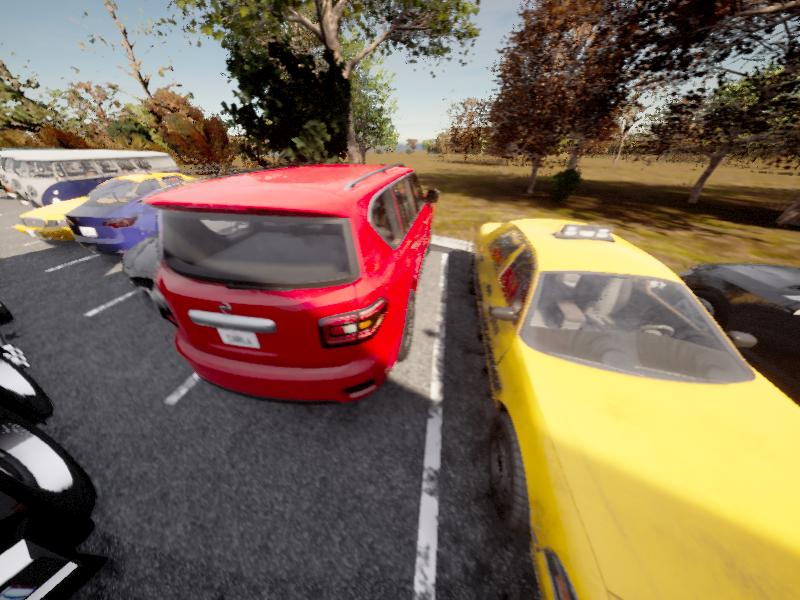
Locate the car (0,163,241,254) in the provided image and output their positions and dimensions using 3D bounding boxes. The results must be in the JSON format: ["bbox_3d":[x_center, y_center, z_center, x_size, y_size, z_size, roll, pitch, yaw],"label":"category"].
[{"bbox_3d":[-8.368,-3.369,7.591,1.946,1.575,5.366,6,35,9],"label":"car"}]

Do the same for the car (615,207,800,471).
[{"bbox_3d":[4.470,0.789,1.503,2.231,1.521,4.892,6,35,9],"label":"car"}]

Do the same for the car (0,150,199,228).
[{"bbox_3d":[-10.912,-4.447,8.776,1.878,1.987,4.442,6,35,9],"label":"car"}]

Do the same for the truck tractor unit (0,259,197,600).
[{"bbox_3d":[-5.108,-0.302,0.789,6.516,4.208,3.053,19,39,25],"label":"truck tractor unit"}]

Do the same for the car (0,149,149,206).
[{"bbox_3d":[-16.037,-6.156,11.283,1.878,1.987,4.442,6,35,9],"label":"car"}]

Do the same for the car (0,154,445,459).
[{"bbox_3d":[-0.651,-1.131,3.870,2.435,2.045,5.566,6,35,9],"label":"car"}]

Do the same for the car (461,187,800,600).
[{"bbox_3d":[1.880,0.042,2.590,1.946,1.575,5.366,6,35,8],"label":"car"}]

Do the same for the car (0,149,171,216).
[{"bbox_3d":[-13.475,-5.302,10.030,1.878,1.987,4.442,6,35,9],"label":"car"}]

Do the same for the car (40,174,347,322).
[{"bbox_3d":[-3.215,-1.719,5.231,2.163,1.488,4.792,6,35,9],"label":"car"}]

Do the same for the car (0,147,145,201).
[{"bbox_3d":[-18.575,-7.114,12.642,2.435,2.045,5.566,6,35,9],"label":"car"}]

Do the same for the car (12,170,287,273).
[{"bbox_3d":[-5.773,-2.607,6.533,2.163,1.488,4.792,6,34,9],"label":"car"}]
